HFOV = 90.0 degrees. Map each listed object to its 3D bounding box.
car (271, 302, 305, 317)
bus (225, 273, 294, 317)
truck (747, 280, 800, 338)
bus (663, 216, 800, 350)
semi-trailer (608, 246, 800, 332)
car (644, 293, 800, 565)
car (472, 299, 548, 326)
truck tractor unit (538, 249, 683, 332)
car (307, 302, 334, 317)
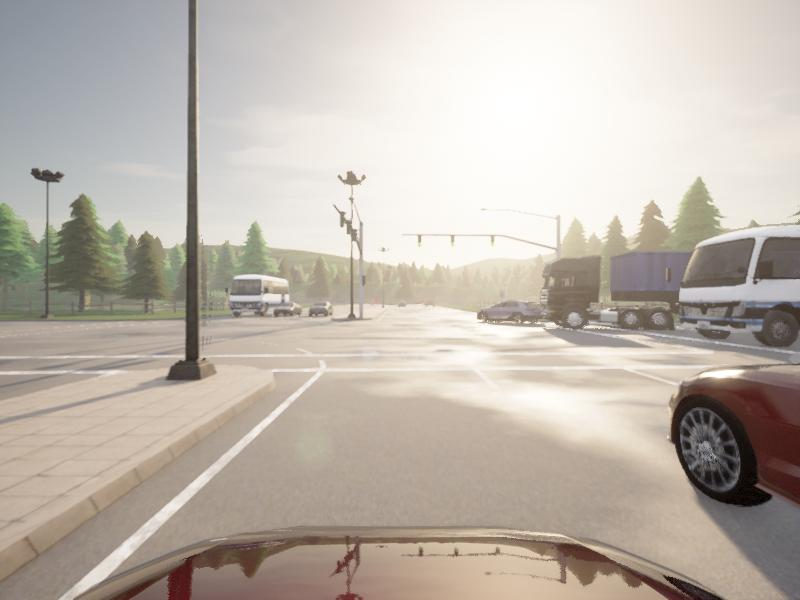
[{"bbox_3d":[-11.514,0.964,41.507,2.033,1.411,5.357,0,0,0],"label":"car"},{"bbox_3d":[-14.892,-0.461,43.584,3.944,4.253,10.273,0,0,0],"label":"bus"},{"bbox_3d":[19.597,0.388,18.251,5.204,2.467,2.627,0,0,1],"label":"truck"},{"bbox_3d":[16.069,-0.506,14.630,10.273,4.253,3.944,0,0,0],"label":"bus"},{"bbox_3d":[19.282,-0.581,21.849,14.254,4.402,2.717,0,0,2],"label":"semi-trailer"},{"bbox_3d":[3.500,0.784,1.454,2.152,1.651,5.027,0,0,0],"label":"car"},{"bbox_3d":[7.711,0.825,28.395,2.033,1.649,4.856,-3,2,-39],"label":"car"},{"bbox_3d":[11.388,-0.480,22.333,6.516,4.208,3.053,0,0,8],"label":"truck tractor unit"},{"bbox_3d":[-8.012,0.913,40.826,1.837,1.490,4.892,0,0,0],"label":"car"}]
